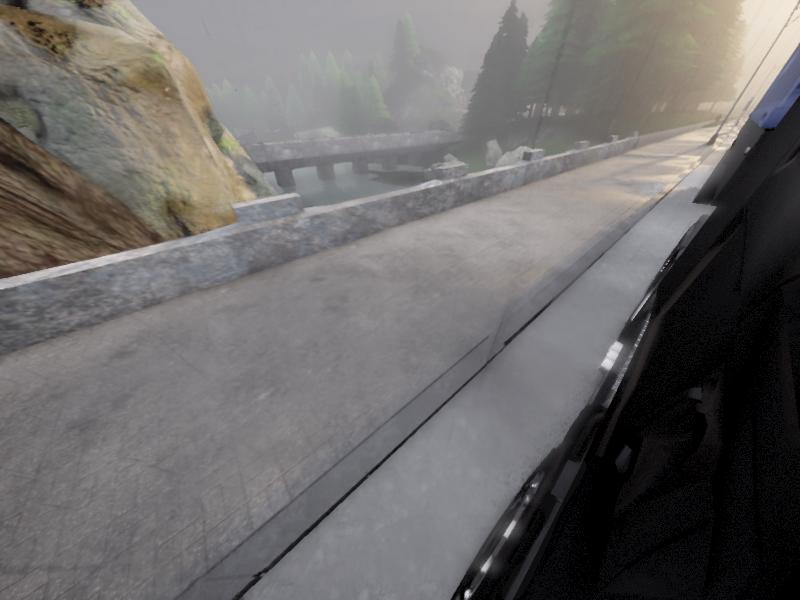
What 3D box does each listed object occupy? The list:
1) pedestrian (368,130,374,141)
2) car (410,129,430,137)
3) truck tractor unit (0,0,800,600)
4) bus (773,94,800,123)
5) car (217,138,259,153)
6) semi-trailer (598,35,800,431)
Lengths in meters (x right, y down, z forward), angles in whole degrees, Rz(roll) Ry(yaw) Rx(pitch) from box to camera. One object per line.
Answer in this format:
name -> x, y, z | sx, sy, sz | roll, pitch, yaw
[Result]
pedestrian -> -5.785, -32.636, 45.867 | 0.751, 1.860, 0.751 | -28, 44, -30
car -> 5.083, -42.279, 58.533 | 5.008, 1.535, 1.882 | -28, 44, -30
truck tractor unit -> 2.645, -0.295, 0.351 | 6.516, 4.208, 3.053 | -28, 44, -30
bus -> 77.732, -37.198, 44.783 | 10.273, 4.253, 3.944 | -28, 44, -30
car -> -26.533, -25.487, 38.050 | 5.238, 1.638, 1.930 | -28, 44, -30
semi-trailer -> 8.656, -3.636, 4.267 | 14.254, 4.402, 2.717 | -29, 44, -30
